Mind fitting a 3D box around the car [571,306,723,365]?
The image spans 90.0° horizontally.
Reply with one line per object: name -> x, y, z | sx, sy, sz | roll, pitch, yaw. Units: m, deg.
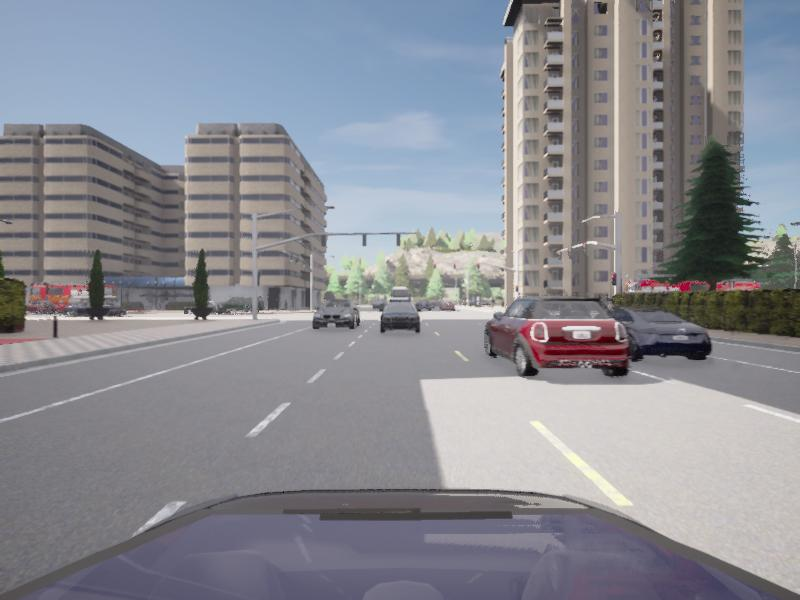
car -> 7.003, 0.914, 11.988 | 1.994, 1.385, 4.181 | 0, 0, 0

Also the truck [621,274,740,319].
truck -> 24.517, -0.304, 35.309 | 8.468, 3.827, 2.891 | 0, 0, 1

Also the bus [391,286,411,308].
bus -> 0.142, -0.501, 82.833 | 3.944, 4.253, 10.273 | 0, 0, 0

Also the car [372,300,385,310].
car -> -3.483, 0.804, 65.381 | 1.930, 1.638, 5.238 | 0, 0, 0

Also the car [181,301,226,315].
car -> -20.965, 0.875, 42.784 | 3.806, 1.475, 1.970 | 0, 0, 1

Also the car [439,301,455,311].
car -> 7.014, 0.883, 59.689 | 1.970, 1.475, 3.806 | 0, 0, 0

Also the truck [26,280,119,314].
truck -> -37.893, -0.298, 46.465 | 8.468, 3.827, 2.891 | 0, 0, 1

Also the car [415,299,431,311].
car -> 3.515, 0.725, 61.444 | 2.097, 1.767, 4.553 | 0, 0, 0

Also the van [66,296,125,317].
van -> -29.894, 0.619, 39.376 | 4.442, 1.987, 1.775 | 0, 0, 1

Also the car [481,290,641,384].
car -> 3.502, 0.699, 9.829 | 2.097, 1.767, 4.553 | 0, 0, 0

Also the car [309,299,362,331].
car -> -3.494, 0.770, 22.683 | 2.242, 1.667, 4.611 | 0, 0, 0

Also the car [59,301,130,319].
car -> -27.274, 0.869, 35.849 | 4.792, 1.488, 2.163 | 0, 0, 1

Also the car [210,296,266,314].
car -> -18.688, 0.593, 46.261 | 5.566, 2.045, 2.150 | 0, 0, 1

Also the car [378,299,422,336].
car -> 0.005, 0.781, 20.207 | 1.930, 1.638, 5.238 | 0, 0, 0
